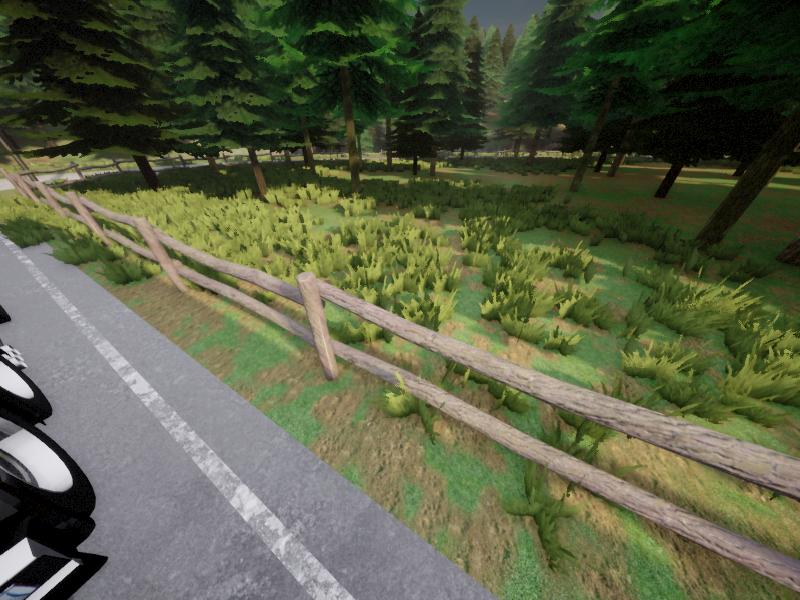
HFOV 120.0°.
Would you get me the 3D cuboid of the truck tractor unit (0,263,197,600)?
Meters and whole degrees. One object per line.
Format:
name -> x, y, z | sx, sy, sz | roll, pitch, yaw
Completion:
truck tractor unit -> -5.109, -0.303, 0.781 | 6.516, 4.208, 3.053 | 18, 39, 24
